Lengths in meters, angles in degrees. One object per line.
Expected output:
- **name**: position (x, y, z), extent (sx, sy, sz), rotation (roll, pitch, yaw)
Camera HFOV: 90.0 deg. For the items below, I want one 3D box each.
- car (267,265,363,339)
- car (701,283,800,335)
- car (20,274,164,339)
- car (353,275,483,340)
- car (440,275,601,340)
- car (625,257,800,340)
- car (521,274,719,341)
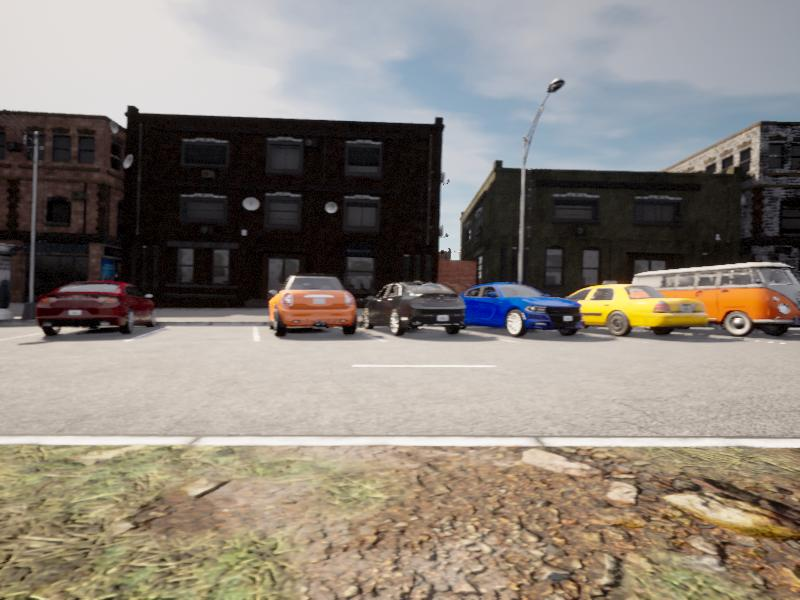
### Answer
- **car**: position (-2.779, 0.073, 12.113), extent (2.185, 1.767, 4.553), rotation (0, -1, -20)
- **car**: position (12.286, 0.264, 12.021), extent (2.163, 1.488, 4.792), rotation (0, -1, -19)
- **car**: position (-8.826, 0.184, 12.093), extent (2.097, 1.535, 5.008), rotation (0, -1, -21)
- **car**: position (0.241, 0.208, 12.119), extent (2.231, 1.521, 4.892), rotation (0, -1, -20)
- **car**: position (3.260, 0.214, 12.123), extent (2.097, 1.535, 5.008), rotation (1, -1, -20)
- **car**: position (9.328, 0.000, 11.935), extent (1.878, 1.987, 4.442), rotation (1, -1, -19)
- **car**: position (6.205, 0.220, 12.255), extent (1.946, 1.575, 5.366), rotation (0, -1, -19)
